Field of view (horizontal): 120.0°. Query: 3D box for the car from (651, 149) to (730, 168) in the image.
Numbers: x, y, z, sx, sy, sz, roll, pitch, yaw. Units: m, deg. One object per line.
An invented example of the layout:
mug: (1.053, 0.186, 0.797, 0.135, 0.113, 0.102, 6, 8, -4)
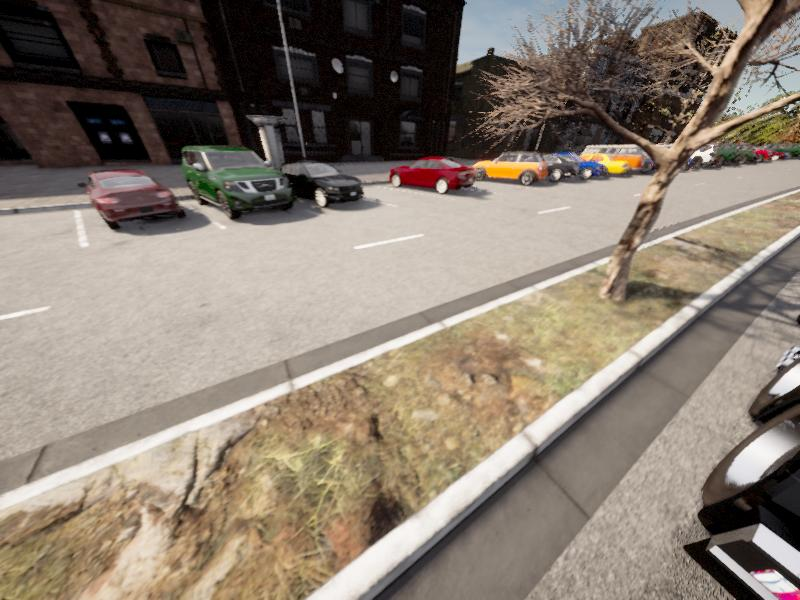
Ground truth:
car: (31.094, -15.411, 25.047, 5.008, 1.535, 2.097, 28, 43, 35)

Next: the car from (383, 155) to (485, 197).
car: (1.608, -6.874, 12.520, 5.008, 1.535, 2.097, 26, 42, 33)

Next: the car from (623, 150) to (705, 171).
car: (25.725, -13.889, 22.815, 5.008, 1.535, 2.097, 28, 43, 35)

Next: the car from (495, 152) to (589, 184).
car: (9.621, -9.263, 16.028, 4.892, 1.521, 2.231, 27, 43, 34)

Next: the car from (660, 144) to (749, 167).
car: (33.755, -16.386, 26.031, 5.566, 2.045, 2.435, 28, 43, 35)

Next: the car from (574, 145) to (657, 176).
car: (17.750, -11.739, 19.259, 4.442, 1.987, 1.878, 28, 43, 34)

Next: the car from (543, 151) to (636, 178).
car: (14.837, -10.896, 18.420, 5.366, 1.575, 1.946, 27, 43, 34)

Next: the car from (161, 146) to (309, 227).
car: (-6.298, -4.605, 8.747, 5.566, 2.045, 2.435, 25, 41, 32)

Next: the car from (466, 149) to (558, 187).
car: (6.951, -8.572, 14.790, 4.553, 1.767, 2.185, 27, 43, 34)

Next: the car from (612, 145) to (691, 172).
car: (23.127, -13.270, 21.505, 4.442, 1.987, 1.878, 28, 43, 35)

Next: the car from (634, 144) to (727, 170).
car: (28.388, -14.865, 23.800, 5.566, 2.045, 2.435, 28, 43, 35)

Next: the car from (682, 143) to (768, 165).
car: (39.174, -17.891, 28.239, 5.566, 2.045, 2.435, 28, 43, 35)

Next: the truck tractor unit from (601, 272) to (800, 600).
truck tractor unit: (5.123, -0.288, 0.761, 6.516, 4.208, 3.053, -18, 39, -23)

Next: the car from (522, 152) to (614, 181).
car: (12.291, -10.056, 17.191, 5.008, 1.535, 2.097, 27, 42, 34)

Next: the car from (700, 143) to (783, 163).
car: (44.548, -19.411, 30.469, 5.566, 2.045, 2.435, 28, 43, 35)

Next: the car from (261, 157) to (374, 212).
car: (-3.690, -5.242, 10.127, 5.008, 1.535, 2.097, 26, 42, 33)

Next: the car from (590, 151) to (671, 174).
car: (20.327, -12.347, 20.606, 4.792, 1.488, 2.163, 28, 43, 35)

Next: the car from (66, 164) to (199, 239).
car: (-8.950, -3.527, 7.684, 4.674, 1.452, 2.002, 25, 42, 32)
